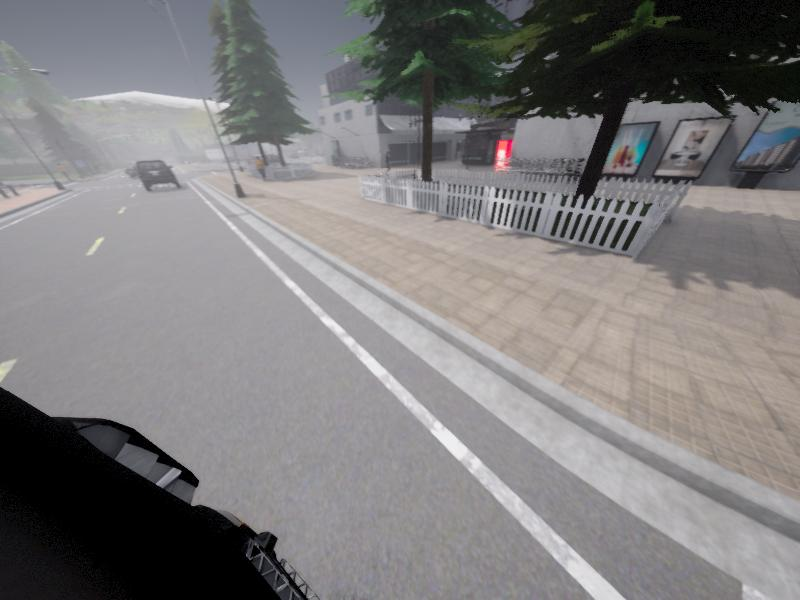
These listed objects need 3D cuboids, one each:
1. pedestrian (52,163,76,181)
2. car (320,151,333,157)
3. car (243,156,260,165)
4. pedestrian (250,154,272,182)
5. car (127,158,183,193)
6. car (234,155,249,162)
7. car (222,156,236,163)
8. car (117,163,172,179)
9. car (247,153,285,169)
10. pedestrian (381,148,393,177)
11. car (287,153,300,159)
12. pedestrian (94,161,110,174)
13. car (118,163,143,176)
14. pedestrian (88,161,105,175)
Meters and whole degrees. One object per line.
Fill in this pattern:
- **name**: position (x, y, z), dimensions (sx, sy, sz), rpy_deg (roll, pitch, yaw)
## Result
- **pedestrian**: position (-40.334, -15.346, 27.715), dimensions (0.751, 1.860, 0.751), rpy_deg (18, 39, 28)
- **car**: position (-22.620, -44.854, 70.898), dimensions (2.007, 1.523, 4.514), rpy_deg (-27, 41, -32)
- **car**: position (-29.555, -27.778, 45.976), dimensions (1.845, 1.501, 3.633), rpy_deg (-27, 41, -32)
- **pedestrian**: position (-10.966, -10.387, 18.225), dimensions (0.751, 1.860, 0.751), rpy_deg (-28, 41, -32)
- **car**: position (-19.758, -10.252, 18.804), dimensions (2.150, 2.045, 5.566), rpy_deg (-28, 41, -32)
- **car**: position (-44.189, -39.463, 64.404), dimensions (2.152, 1.636, 5.027), rpy_deg (-27, 41, -32)
- **car**: position (-46.531, -38.220, 62.726), dimensions (2.007, 1.523, 4.514), rpy_deg (-27, 41, -32)
- **car**: position (-33.531, -17.130, 30.564), dimensions (2.163, 1.488, 4.792), rpy_deg (-5, 34, -4)
- **car**: position (-21.118, -21.971, 36.554), dimensions (4.605, 1.855, 1.932), rpy_deg (-27, 41, -32)
- **pedestrian**: position (-0.972, -10.438, 17.557), dimensions (0.751, 1.860, 0.751), rpy_deg (-1, 34, 3)
- **car**: position (-30.216, -40.986, 65.683), dimensions (1.845, 1.501, 3.633), rpy_deg (-27, 41, -32)
- **pedestrian**: position (-49.137, -21.888, 38.120), dimensions (0.751, 1.860, 0.751), rpy_deg (-22, 38, -26)
- **car**: position (-41.993, -20.471, 36.095), dimensions (1.789, 1.549, 3.705), rpy_deg (-28, 41, -32)
- **pedestrian**: position (-49.589, -21.640, 37.782), dimensions (0.751, 1.860, 0.751), rpy_deg (-26, 40, -31)
